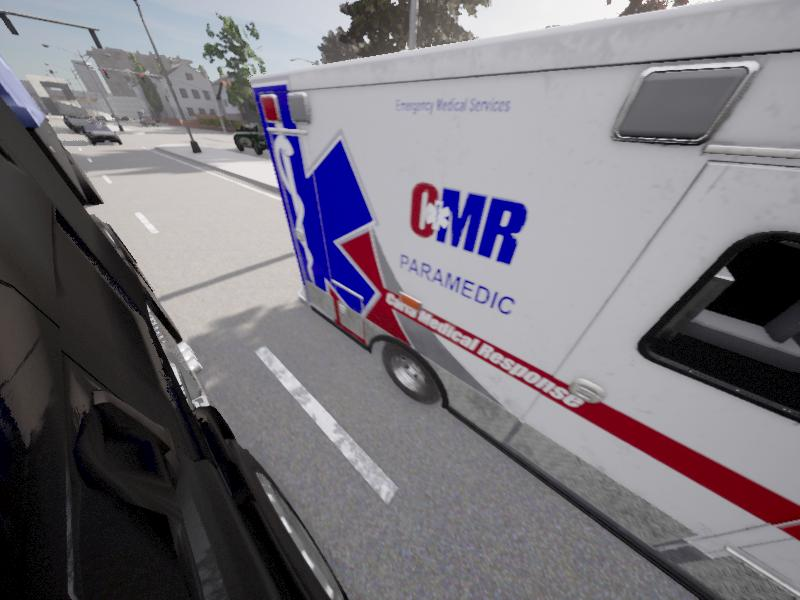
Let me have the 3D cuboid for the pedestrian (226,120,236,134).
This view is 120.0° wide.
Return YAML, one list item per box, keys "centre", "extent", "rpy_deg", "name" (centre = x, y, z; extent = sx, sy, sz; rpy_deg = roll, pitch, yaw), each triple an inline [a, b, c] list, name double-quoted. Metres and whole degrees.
- centre: [-28.920, -29.699, 39.583]
  extent: [0.751, 1.860, 0.751]
  rpy_deg: [-25, 45, -32]
  name: "pedestrian"

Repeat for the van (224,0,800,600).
- centre: [1.835, 0.097, 1.606]
  extent: [6.366, 2.431, 2.351]
  rpy_deg: [28, 44, 30]
  name: "van"

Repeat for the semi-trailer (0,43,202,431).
- centre: [-8.699, -3.605, 4.225]
  extent: [14.254, 4.402, 2.717]
  rpy_deg: [28, 44, 30]
  name: "semi-trailer"

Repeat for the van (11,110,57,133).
- centre: [-43.551, -21.261, 27.566]
  extent: [4.480, 2.038, 2.069]
  rpy_deg: [28, 44, 30]
  name: "van"

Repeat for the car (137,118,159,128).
- centre: [-56.257, -39.642, 51.613]
  extent: [5.027, 1.651, 2.152]
  rpy_deg: [28, 44, 30]
  name: "car"

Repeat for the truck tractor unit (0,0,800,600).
- centre: [-2.645, -0.295, 0.352]
  extent: [6.516, 4.208, 3.053]
  rpy_deg: [28, 44, 30]
  name: "truck tractor unit"

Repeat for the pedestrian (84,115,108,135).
- centre: [-36.868, -21.246, 28.072]
  extent: [0.751, 1.860, 0.751]
  rpy_deg: [9, 37, 8]
  name: "pedestrian"

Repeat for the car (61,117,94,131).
- centre: [-46.550, -25.379, 33.333]
  extent: [4.792, 1.488, 2.163]
  rpy_deg: [28, 44, 30]
  name: "car"

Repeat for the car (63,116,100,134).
- centre: [-41.115, -22.566, 29.789]
  extent: [5.238, 1.638, 1.930]
  rpy_deg: [28, 44, 29]
  name: "car"

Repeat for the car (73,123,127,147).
- centre: [-25.853, -14.279, 19.902]
  extent: [5.357, 1.411, 2.033]
  rpy_deg: [28, 44, 30]
  name: "car"

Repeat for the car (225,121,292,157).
- centre: [-11.469, -13.134, 18.725]
  extent: [5.566, 2.045, 2.150]
  rpy_deg: [28, 44, 30]
  name: "car"
